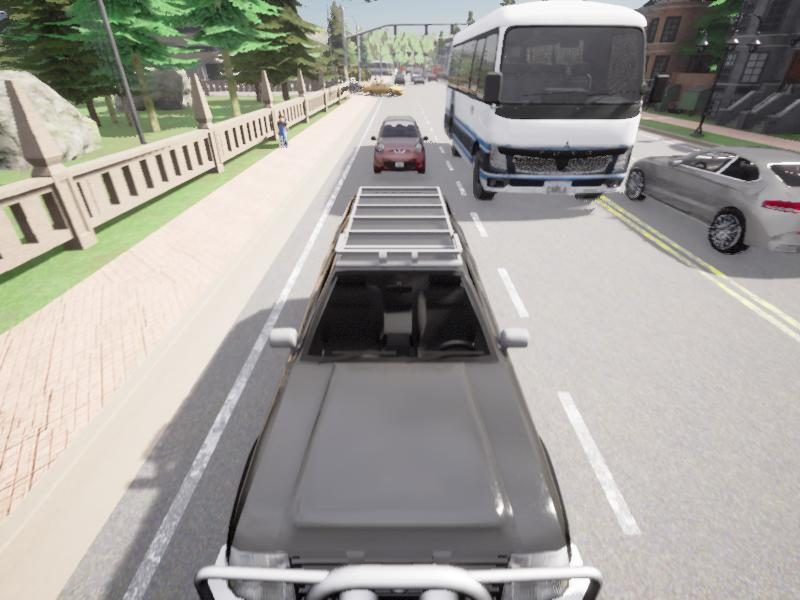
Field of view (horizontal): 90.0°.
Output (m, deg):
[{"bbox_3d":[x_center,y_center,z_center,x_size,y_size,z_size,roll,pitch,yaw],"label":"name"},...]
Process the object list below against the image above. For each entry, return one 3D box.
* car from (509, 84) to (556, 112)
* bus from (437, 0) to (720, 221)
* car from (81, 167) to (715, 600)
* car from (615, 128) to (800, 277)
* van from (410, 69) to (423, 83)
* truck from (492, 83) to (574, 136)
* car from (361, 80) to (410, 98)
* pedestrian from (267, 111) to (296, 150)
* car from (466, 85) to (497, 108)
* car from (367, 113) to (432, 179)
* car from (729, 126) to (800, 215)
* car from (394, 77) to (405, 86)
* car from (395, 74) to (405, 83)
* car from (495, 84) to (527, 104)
[{"bbox_3d":[10.473,-16.240,32.056,2.033,1.649,4.856,0,30,0],"label":"car"},{"bbox_3d":[3.608,-6.202,12.350,3.944,4.253,10.273,0,30,0],"label":"bus"},{"bbox_3d":[-0.007,0.259,3.671,1.932,1.855,4.605,0,31,0],"label":"car"},{"bbox_3d":[6.989,-2.378,8.429,2.152,1.651,5.027,0,31,0],"label":"car"},{"bbox_3d":[3.438,-46.808,83.366,2.351,2.431,6.366,0,30,0],"label":"van"},{"bbox_3d":[6.980,-10.620,22.006,2.390,2.098,6.274,0,30,0],"label":"truck"},{"bbox_3d":[-1.642,-23.501,44.476,5.366,1.575,1.801,21,37,31],"label":"car"},{"bbox_3d":[-4.598,-6.631,15.645,0.751,1.300,0.751,0,30,0],"label":"pedestrian"},{"bbox_3d":[6.971,-17.707,34.707,1.816,1.474,4.193,0,30,0],"label":"car"},{"bbox_3d":[-0.016,-5.280,13.462,1.845,1.501,3.633,0,31,0],"label":"car"},{"bbox_3d":[10.488,-2.626,8.850,2.152,1.651,5.027,0,30,0],"label":"car"},{"bbox_3d":[-0.050,-37.486,68.591,1.895,1.301,4.718,0,30,0],"label":"car"},{"bbox_3d":[-0.058,-44.734,80.719,1.882,1.535,5.008,0,30,0],"label":"car"},{"bbox_3d":[10.469,-19.612,37.955,1.816,1.474,4.193,0,30,0],"label":"car"}]
